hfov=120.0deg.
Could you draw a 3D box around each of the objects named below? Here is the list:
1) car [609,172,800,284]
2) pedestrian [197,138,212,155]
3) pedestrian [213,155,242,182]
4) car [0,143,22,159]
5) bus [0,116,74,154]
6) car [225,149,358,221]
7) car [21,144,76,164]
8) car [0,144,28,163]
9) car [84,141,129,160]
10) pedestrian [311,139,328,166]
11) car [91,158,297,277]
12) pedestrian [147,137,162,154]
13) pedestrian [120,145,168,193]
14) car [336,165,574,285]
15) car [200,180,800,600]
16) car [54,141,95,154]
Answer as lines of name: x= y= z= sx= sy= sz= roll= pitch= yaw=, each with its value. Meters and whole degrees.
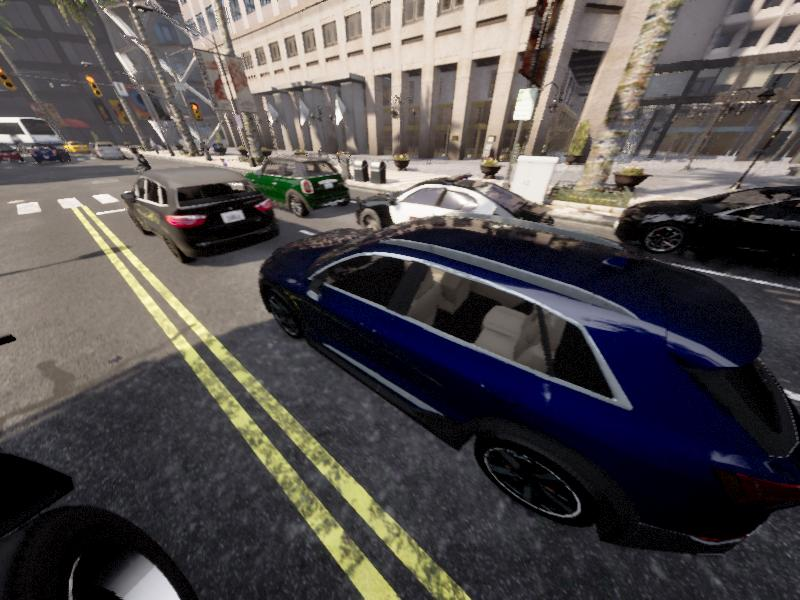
car: x=7.810 y=-1.578 z=4.881 sx=4.792 sy=1.488 sz=2.163 roll=23 pitch=41 yaw=29
pedestrian: x=-26.361 y=-20.751 z=31.143 sx=0.751 sy=1.860 sz=0.751 roll=25 pitch=42 yaw=31
pedestrian: x=-10.171 y=-7.761 z=13.630 sx=0.751 sy=1.300 sz=0.751 roll=22 pitch=41 yaw=27
car: x=-47.480 y=-17.688 z=27.346 sx=3.806 sy=1.475 sz=1.970 roll=19 pitch=39 yaw=24
bus: x=-56.307 y=-23.895 z=33.666 sx=10.273 sy=4.253 sz=3.944 roll=3 pitch=35 yaw=4
car: x=-4.062 y=-4.521 z=8.701 sx=4.553 sy=1.767 sz=2.097 roll=23 pitch=41 yaw=29
car: x=-34.412 y=-14.424 z=22.757 sx=1.845 sy=1.501 sz=3.633 roll=-25 pitch=42 yaw=-31
car: x=-41.114 y=-15.222 z=23.893 sx=4.792 sy=1.488 sz=2.163 roll=22 pitch=41 yaw=28
car: x=-34.171 y=-17.424 z=26.872 sx=4.611 sy=1.667 sz=2.242 roll=23 pitch=41 yaw=29
pedestrian: x=-6.775 y=-12.381 z=19.423 sx=0.751 sy=1.860 sz=0.751 roll=-30 pitch=45 yaw=-35
car: x=-5.194 y=-2.442 z=5.866 sx=4.611 sy=1.667 sz=2.242 roll=23 pitch=41 yaw=29
pedestrian: x=-33.889 y=-21.305 z=31.887 sx=0.751 sy=1.860 sz=0.751 roll=-27 pitch=44 yaw=-33
pedestrian: x=-11.945 y=-6.121 z=10.820 sx=0.751 sy=1.860 sz=0.751 roll=-29 pitch=45 yaw=-35
car: x=0.978 y=-2.246 z=5.742 sx=4.974 sy=1.542 sz=2.038 roll=23 pitch=41 yaw=29
car: x=0.299 y=-0.061 z=2.569 sx=4.856 sy=1.649 sz=2.033 roll=23 pitch=41 yaw=29
car: x=-48.527 y=-22.775 z=34.435 sx=5.366 sy=1.575 sz=1.801 roll=16 pitch=38 yaw=21
